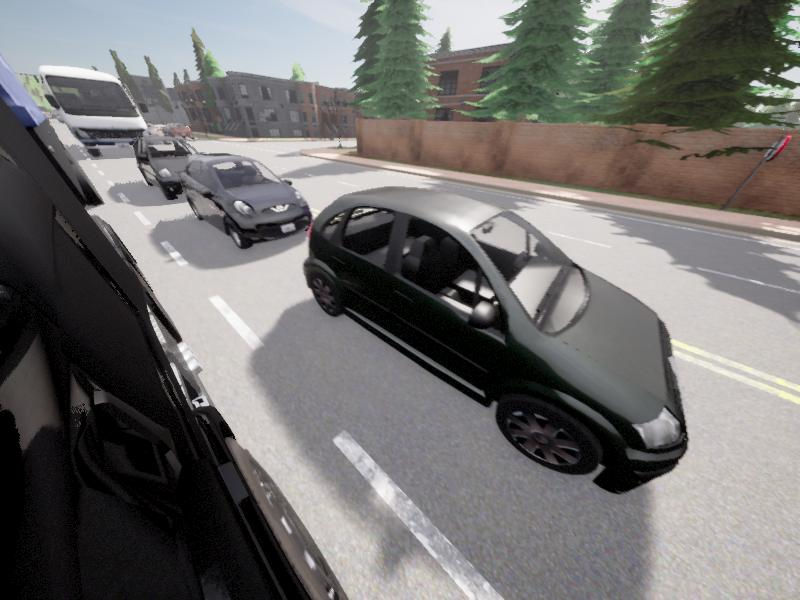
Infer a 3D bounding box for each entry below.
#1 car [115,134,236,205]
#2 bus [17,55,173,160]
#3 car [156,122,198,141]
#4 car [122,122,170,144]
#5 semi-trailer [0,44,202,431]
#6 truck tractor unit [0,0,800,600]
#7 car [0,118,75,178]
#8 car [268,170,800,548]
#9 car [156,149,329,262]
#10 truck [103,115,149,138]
[{"bbox_3d":[-8.025,-4.827,8.267,3.988,1.617,1.851,28,44,30],"label":"car"},{"bbox_3d":[-20.660,-12.719,15.876,10.273,4.253,3.944,28,44,30],"label":"bus"},{"bbox_3d":[-27.057,-20.436,27.996,5.027,1.651,2.152,28,44,30],"label":"car"},{"bbox_3d":[-26.013,-17.138,23.658,5.027,1.651,2.152,28,44,30],"label":"car"},{"bbox_3d":[-8.702,-3.593,4.240,14.254,4.402,2.717,28,44,30],"label":"semi-trailer"},{"bbox_3d":[-2.645,-0.295,0.351,6.516,4.208,3.053,28,44,30],"label":"truck tractor unit"},{"bbox_3d":[-16.891,-6.910,10.318,4.605,1.855,1.932,28,44,30],"label":"car"},{"bbox_3d":[0.633,-0.222,2.619,3.988,1.617,1.851,28,44,30],"label":"car"},{"bbox_3d":[-3.666,-2.477,5.447,3.633,1.501,1.845,28,44,30],"label":"car"},{"bbox_3d":[-34.657,-21.929,29.159,6.274,2.098,2.390,28,44,30],"label":"truck"}]
